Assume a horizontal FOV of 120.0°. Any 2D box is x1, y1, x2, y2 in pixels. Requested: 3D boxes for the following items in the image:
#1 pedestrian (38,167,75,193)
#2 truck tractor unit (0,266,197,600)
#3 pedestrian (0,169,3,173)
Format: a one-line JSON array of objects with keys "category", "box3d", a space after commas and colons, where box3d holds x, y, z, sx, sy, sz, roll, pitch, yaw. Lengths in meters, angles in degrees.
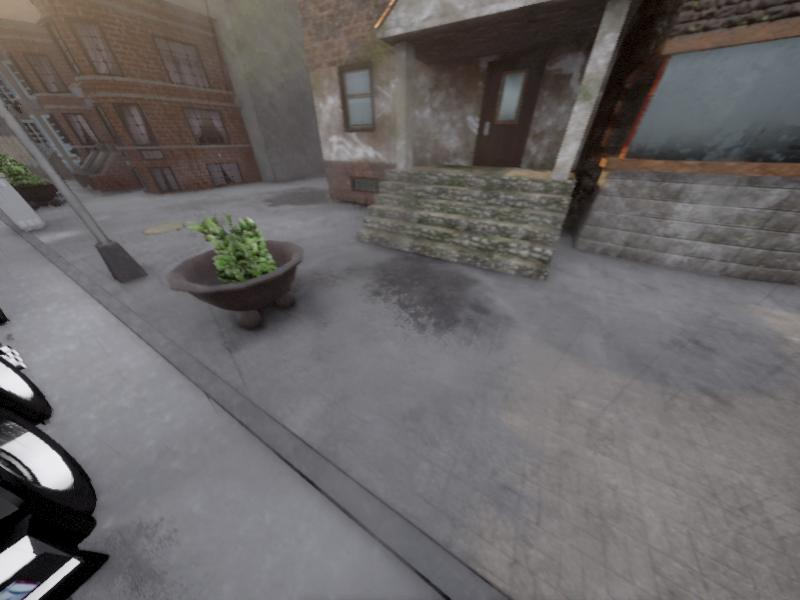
[{"category": "pedestrian", "box3d": [-17.538, -6.161, 11.821, 0.500, 1.100, 0.500, 16, 38, 22]}, {"category": "truck tractor unit", "box3d": [-5.116, -0.295, 0.776, 6.516, 4.208, 3.053, 18, 39, 24]}, {"category": "pedestrian", "box3d": [-34.118, -11.416, 18.857, 0.751, 1.860, 0.751, 11, 36, 15]}]
